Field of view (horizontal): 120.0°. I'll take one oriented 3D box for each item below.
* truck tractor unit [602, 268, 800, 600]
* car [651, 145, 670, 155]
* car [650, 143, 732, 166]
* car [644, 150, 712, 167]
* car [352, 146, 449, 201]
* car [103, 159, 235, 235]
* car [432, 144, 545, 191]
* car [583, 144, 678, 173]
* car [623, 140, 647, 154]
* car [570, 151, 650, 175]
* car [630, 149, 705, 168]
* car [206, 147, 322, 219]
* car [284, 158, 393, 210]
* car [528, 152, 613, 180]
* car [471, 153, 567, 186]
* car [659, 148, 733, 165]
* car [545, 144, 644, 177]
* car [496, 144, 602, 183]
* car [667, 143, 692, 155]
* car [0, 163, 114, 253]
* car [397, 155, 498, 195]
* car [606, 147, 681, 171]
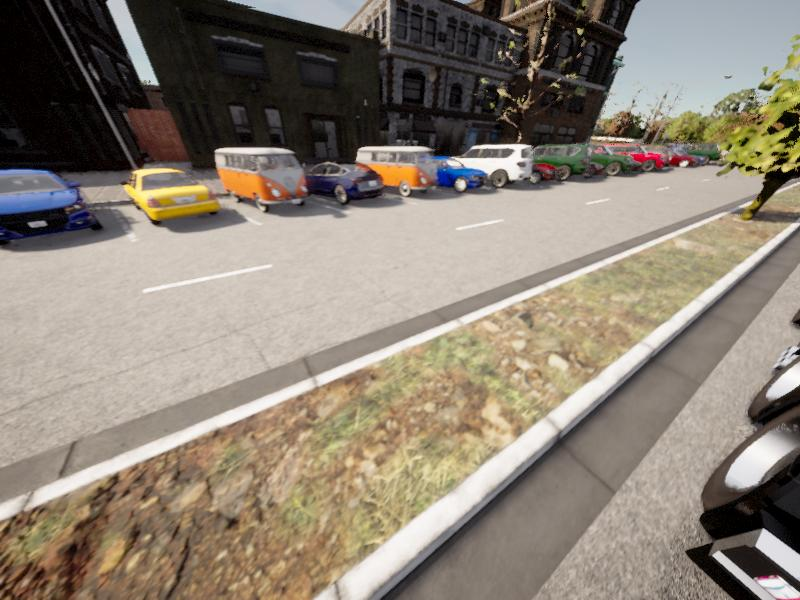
[{"bbox_3d":[5.114,-0.296,0.780,6.516,4.208,3.053,-18,39,-24],"label":"truck tractor unit"},{"bbox_3d":[58.971,-34.004,52.396,2.231,1.521,4.892,28,41,32],"label":"car"},{"bbox_3d":[33.925,-17.269,27.326,5.566,2.045,2.435,26,42,33],"label":"car"},{"bbox_3d":[31.314,-16.189,26.273,4.674,1.452,2.002,26,42,33],"label":"car"},{"bbox_3d":[-0.099,-6.443,11.489,4.442,1.987,1.878,26,41,33],"label":"car"},{"bbox_3d":[-8.205,-3.863,8.095,5.366,1.575,1.946,25,42,32],"label":"car"},{"bbox_3d":[5.029,-8.169,13.979,5.566,2.045,2.435,26,42,33],"label":"car"},{"bbox_3d":[20.807,-13.119,21.250,5.566,2.045,2.435,26,42,33],"label":"car"},{"bbox_3d":[44.832,-29.269,44.112,2.435,2.045,5.566,28,42,32],"label":"car"},{"bbox_3d":[18.182,-12.058,20.191,4.792,1.488,2.163,26,42,33],"label":"car"},{"bbox_3d":[28.668,-15.394,25.039,5.008,1.535,2.097,26,42,33],"label":"car"},{"bbox_3d":[-5.348,-4.778,9.043,4.442,1.987,1.878,25,41,32],"label":"car"},{"bbox_3d":[-2.840,-5.450,10.485,4.792,1.488,2.163,26,42,33],"label":"car"},{"bbox_3d":[12.939,-10.402,17.758,4.792,1.488,2.163,26,42,33],"label":"car"},{"bbox_3d":[7.672,-8.782,15.327,5.008,1.535,2.097,26,42,33],"label":"car"},{"bbox_3d":[36.452,-17.963,28.762,5.366,1.575,1.946,26,42,33],"label":"car"},{"bbox_3d":[15.561,-11.464,18.819,5.566,2.045,2.435,26,42,33],"label":"car"},{"bbox_3d":[10.269,-9.824,16.410,5.566,2.045,2.435,26,42,33],"label":"car"},{"bbox_3d":[60.430,-32.704,50.101,2.435,2.045,5.566,28,41,32],"label":"car"},{"bbox_3d":[-10.681,-2.959,6.772,5.008,1.535,2.097,25,41,32],"label":"car"},{"bbox_3d":[2.431,-7.127,12.895,5.008,1.535,2.097,26,42,33],"label":"car"},{"bbox_3d":[23.427,-13.833,22.523,4.553,1.767,2.185,26,42,33],"label":"car"}]
